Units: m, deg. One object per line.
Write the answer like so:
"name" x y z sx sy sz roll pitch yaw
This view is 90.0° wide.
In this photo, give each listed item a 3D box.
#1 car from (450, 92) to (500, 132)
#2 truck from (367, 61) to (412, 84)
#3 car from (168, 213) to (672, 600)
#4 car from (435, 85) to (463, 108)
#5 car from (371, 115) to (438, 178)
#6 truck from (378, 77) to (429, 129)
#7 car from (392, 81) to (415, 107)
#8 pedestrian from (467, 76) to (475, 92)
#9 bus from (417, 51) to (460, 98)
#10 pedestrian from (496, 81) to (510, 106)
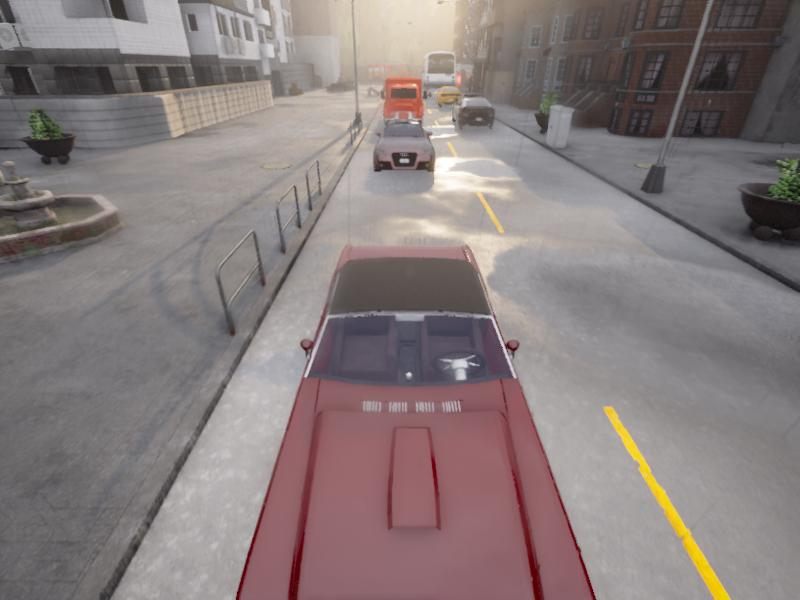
"car" 4.197 -11.069 23.316 1.930 1.638 5.238 0 30 0
"truck" -2.029 -44.287 77.981 8.468 3.827 2.891 0 30 0
"car" 0.084 0.558 3.766 1.895 1.301 4.718 0 30 0
"car" 4.266 -18.035 35.337 1.882 1.535 5.008 0 30 0
"car" 0.146 -5.483 14.028 1.994 1.385 4.181 0 30 0
"truck" 0.201 -11.751 23.683 2.627 2.467 5.204 0 30 0
"car" 0.266 -18.151 35.187 1.905 1.878 3.866 0 30 0
"pedestrian" 9.214 -28.101 51.984 0.751 1.860 0.751 0 30 0
"bus" 4.215 -26.202 46.606 3.944 4.253 10.273 0 29 0
"pedestrian" 8.631 -17.300 33.505 0.751 1.860 0.751 0 30 0
